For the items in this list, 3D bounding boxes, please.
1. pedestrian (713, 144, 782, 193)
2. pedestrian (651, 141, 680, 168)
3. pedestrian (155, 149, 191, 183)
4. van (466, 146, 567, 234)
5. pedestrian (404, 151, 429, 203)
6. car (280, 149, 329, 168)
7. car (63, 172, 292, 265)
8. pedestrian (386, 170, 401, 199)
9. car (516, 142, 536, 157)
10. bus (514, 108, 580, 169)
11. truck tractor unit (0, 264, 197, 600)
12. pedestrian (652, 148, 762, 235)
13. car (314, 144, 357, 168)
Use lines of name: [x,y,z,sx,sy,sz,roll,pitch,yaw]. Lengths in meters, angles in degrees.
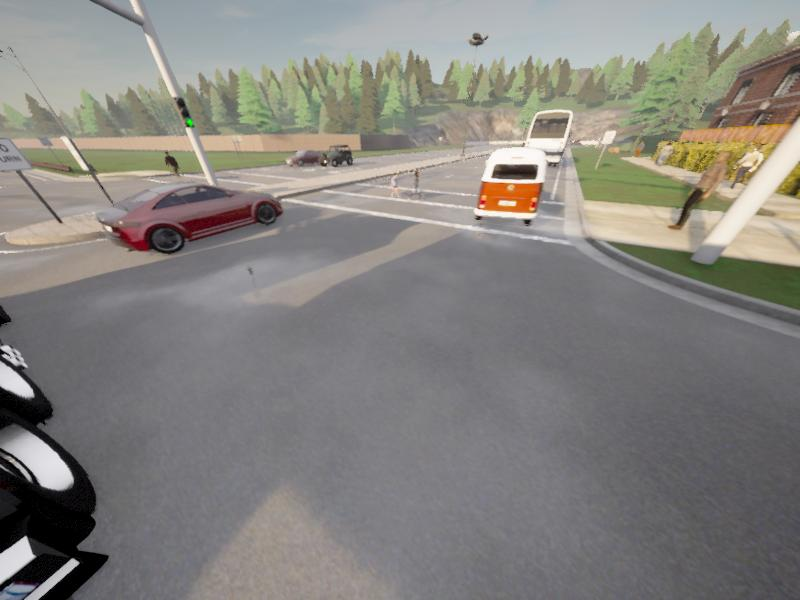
pedestrian: [15.507,-5.906,10.407,0.751,1.860,0.751,19,39,25]
pedestrian: [21.874,-11.982,19.076,0.751,1.860,0.751,21,40,27]
pedestrian: [-14.747,-8.729,15.046,0.751,1.860,0.751,14,37,19]
van: [3.870,-4.142,8.142,2.069,2.038,4.480,12,37,18]
pedestrian: [0.690,-5.265,9.909,0.751,1.860,0.751,17,39,24]
car: [-10.111,-15.302,24.858,1.812,1.442,4.674,18,39,25]
car: [-5.735,-2.675,6.721,1.994,1.385,4.181,17,39,24]
pedestrian: [-0.299,-5.300,10.632,0.500,1.100,0.500,17,38,23]
car: [20.005,-23.960,36.601,1.905,1.878,3.866,18,39,25]
bus: [15.516,-16.803,24.289,3.944,4.253,10.273,19,39,25]
truck tractor unit: [-5.116,-0.293,0.781,6.516,4.208,3.053,18,39,24]
pedestrian: [7.606,-2.743,5.887,0.751,1.860,0.751,18,39,24]
car: [-6.588,-14.980,23.967,1.905,1.878,3.866,18,39,25]
